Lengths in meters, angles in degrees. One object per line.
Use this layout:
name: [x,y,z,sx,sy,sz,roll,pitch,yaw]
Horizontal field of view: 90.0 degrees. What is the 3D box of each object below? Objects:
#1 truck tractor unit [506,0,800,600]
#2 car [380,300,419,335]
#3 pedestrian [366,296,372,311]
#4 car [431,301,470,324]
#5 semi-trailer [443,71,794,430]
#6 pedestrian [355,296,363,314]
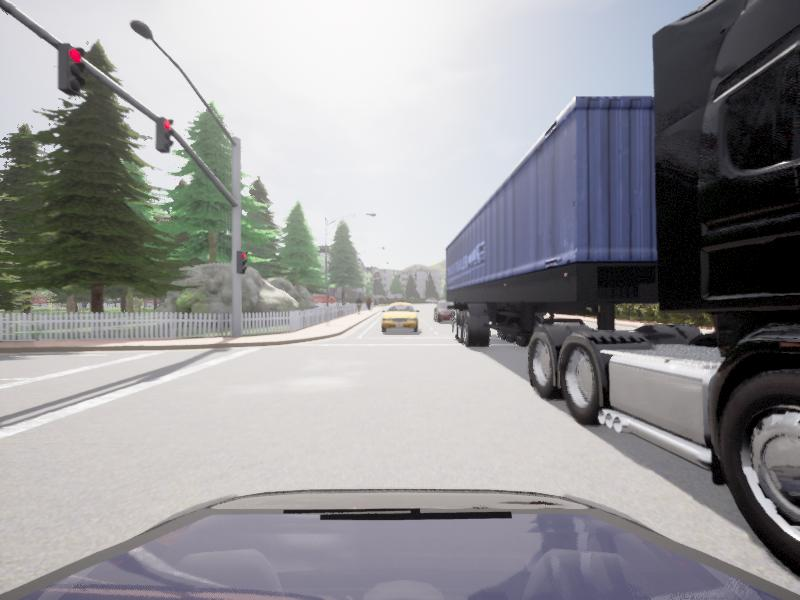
truck tractor unit: [3.493,-0.518,4.135,3.053,4.208,6.516,0,0,0]
car: [0.041,0.814,21.104,1.801,1.575,5.366,0,0,2]
pedestrian: [-4.007,0.478,51.631,0.751,1.860,0.751,0,0,0]
car: [3.487,0.845,28.484,2.163,1.488,4.792,0,0,0]
semi-trailer: [3.465,-0.622,12.047,2.717,4.402,14.254,0,0,0]
pedestrian: [-4.202,0.488,41.155,0.751,1.860,0.751,0,0,2]
